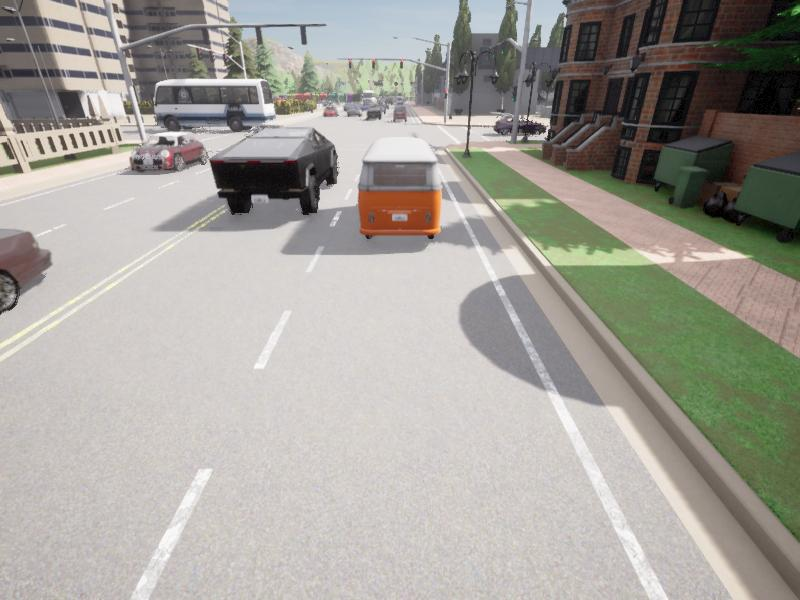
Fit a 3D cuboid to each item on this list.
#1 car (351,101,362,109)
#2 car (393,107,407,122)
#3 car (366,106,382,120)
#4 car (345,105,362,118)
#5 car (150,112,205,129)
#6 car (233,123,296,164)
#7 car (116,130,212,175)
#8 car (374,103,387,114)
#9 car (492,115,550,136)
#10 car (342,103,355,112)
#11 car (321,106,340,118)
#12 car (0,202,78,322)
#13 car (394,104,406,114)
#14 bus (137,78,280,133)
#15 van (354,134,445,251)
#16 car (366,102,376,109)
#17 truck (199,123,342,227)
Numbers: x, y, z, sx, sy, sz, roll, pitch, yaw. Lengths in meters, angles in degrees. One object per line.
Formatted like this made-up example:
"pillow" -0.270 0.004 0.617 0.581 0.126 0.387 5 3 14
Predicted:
"car" -10.491 -47.312 97.031 2.033 1.649 4.856 0 27 0
"car" 0.002 -23.899 51.509 1.789 1.549 3.705 0 28 0
"car" -3.499 -25.786 55.085 1.930 1.638 5.238 0 27 0
"car" -6.998 -28.857 61.122 2.038 1.542 4.974 0 27 0
"car" -22.189 -17.969 40.031 4.193 1.474 1.816 0 27 0
"car" -7.006 -8.367 21.174 1.851 1.617 3.988 0 27 0
"car" -10.504 -6.781 18.225 1.970 1.475 3.806 0 27 0
"car" -3.495 -34.292 71.657 2.033 1.649 4.856 0 27 0
"car" 10.023 -14.571 33.411 4.193 1.474 1.816 0 27 0
"car" -10.494 -39.310 81.492 2.038 1.542 4.974 0 27 0
"car" -10.497 -28.496 60.568 2.007 1.525 4.514 0 27 0
"car" -7.016 0.174 4.761 2.033 1.411 5.357 0 27 0
"car" 0.006 -34.619 72.354 2.038 1.542 4.974 0 27 0
"bus" -16.825 -17.550 36.172 10.273 4.253 3.944 0 27 0
"van" -0.006 -2.971 10.243 1.775 1.987 4.442 0 27 0
"car" -6.991 -47.708 98.027 2.128 1.511 4.902 0 27 0
"truck" -3.505 -4.246 12.602 2.390 2.098 6.274 0 27 0
